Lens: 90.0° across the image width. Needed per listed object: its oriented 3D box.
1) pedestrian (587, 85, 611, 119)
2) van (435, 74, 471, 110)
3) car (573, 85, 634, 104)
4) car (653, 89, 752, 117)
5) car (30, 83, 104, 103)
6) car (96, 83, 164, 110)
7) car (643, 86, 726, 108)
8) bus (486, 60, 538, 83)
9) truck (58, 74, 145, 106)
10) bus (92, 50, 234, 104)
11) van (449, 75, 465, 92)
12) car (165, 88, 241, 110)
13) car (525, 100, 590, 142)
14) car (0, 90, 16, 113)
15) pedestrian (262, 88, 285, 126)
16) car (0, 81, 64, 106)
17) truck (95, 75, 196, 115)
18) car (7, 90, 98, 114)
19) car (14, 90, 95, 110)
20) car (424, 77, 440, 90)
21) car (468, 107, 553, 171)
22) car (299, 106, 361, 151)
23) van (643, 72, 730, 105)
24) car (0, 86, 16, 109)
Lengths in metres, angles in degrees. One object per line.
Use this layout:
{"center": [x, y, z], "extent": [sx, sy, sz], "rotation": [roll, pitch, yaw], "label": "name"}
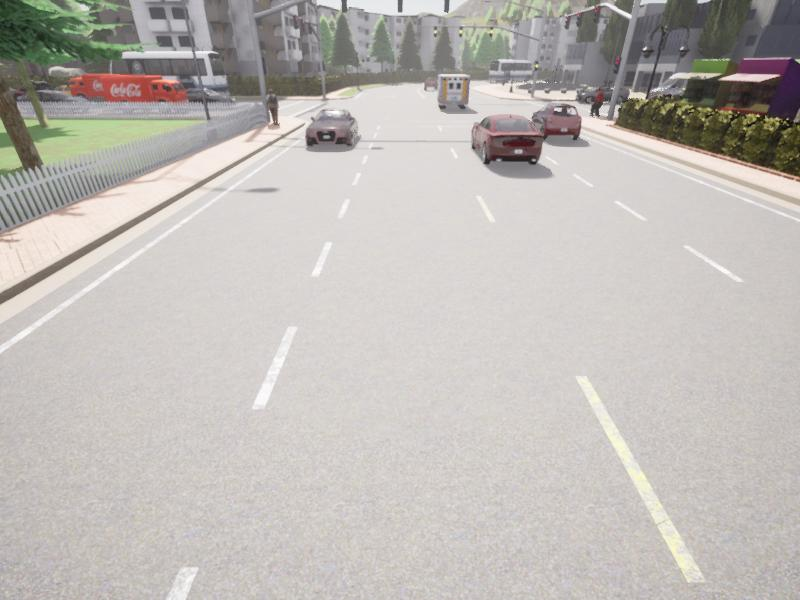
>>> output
{"center": [12.526, -12.517, 25.263], "extent": [0.751, 1.860, 0.751], "rotation": [1, 30, 2], "label": "pedestrian"}
{"center": [4.411, -17.837, 34.163], "extent": [2.351, 2.431, 6.366], "rotation": [1, 30, 1], "label": "van"}
{"center": [19.031, -19.350, 37.648], "extent": [4.514, 1.525, 2.007], "rotation": [1, 30, 2], "label": "car"}
{"center": [21.415, -14.087, 28.538], "extent": [5.027, 1.651, 2.152], "rotation": [1, 30, 1], "label": "car"}
{"center": [-32.549, -20.316, 39.253], "extent": [5.366, 1.575, 1.801], "rotation": [1, 30, 2], "label": "car"}
{"center": [-22.057, -16.729, 32.799], "extent": [3.866, 1.878, 1.905], "rotation": [1, 30, 2], "label": "car"}
{"center": [24.351, -17.508, 34.440], "extent": [5.366, 1.575, 1.801], "rotation": [1, 30, 2], "label": "car"}
{"center": [24.031, -49.204, 86.073], "extent": [10.273, 4.253, 3.944], "rotation": [-16, 34, -25], "label": "bus"}
{"center": [-26.577, -18.826, 35.818], "extent": [5.204, 2.467, 2.627], "rotation": [1, 30, 2], "label": "truck"}
{"center": [-22.134, -21.222, 38.153], "extent": [10.273, 4.253, 3.944], "rotation": [1, 30, 2], "label": "bus"}
{"center": [8.078, -30.987, 57.125], "extent": [1.775, 1.987, 4.442], "rotation": [1, 30, 2], "label": "van"}
{"center": [-15.986, -16.457, 32.710], "extent": [4.902, 1.511, 2.128], "rotation": [1, 30, 2], "label": "car"}
{"center": [7.583, -8.858, 19.670], "extent": [1.845, 1.501, 3.633], "rotation": [2, 30, 3], "label": "car"}
{"center": [-32.478, -14.980, 30.199], "extent": [4.892, 1.490, 1.837], "rotation": [1, 30, 2], "label": "car"}
{"center": [-6.948, -10.635, 22.046], "extent": [0.751, 1.860, 0.751], "rotation": [0, 30, 1], "label": "pedestrian"}
{"center": [-33.343, -18.699, 36.174], "extent": [3.866, 1.878, 1.905], "rotation": [1, 30, 2], "label": "car"}
{"center": [-18.569, -15.152, 29.524], "extent": [5.204, 2.467, 2.627], "rotation": [1, 30, 2], "label": "truck"}
{"center": [-25.921, -14.862, 29.996], "extent": [4.892, 1.490, 1.837], "rotation": [1, 30, 2], "label": "car"}
{"center": [-28.530, -16.590, 33.152], "extent": [4.718, 1.301, 1.895], "rotation": [1, 30, 2], "label": "car"}
{"center": [4.923, -32.832, 60.647], "extent": [2.152, 1.651, 5.027], "rotation": [3, 30, 6], "label": "car"}
{"center": [3.932, -6.270, 15.234], "extent": [1.882, 1.535, 5.008], "rotation": [0, 30, 0], "label": "car"}
{"center": [-3.021, -7.902, 18.197], "extent": [1.994, 1.385, 4.181], "rotation": [0, 30, 1], "label": "car"}
{"center": [26.435, -19.670, 37.192], "extent": [5.915, 2.561, 1.988], "rotation": [1, 30, 2], "label": "van"}
{"center": [-35.738, -16.861, 33.293], "extent": [5.027, 1.651, 2.152], "rotation": [1, 30, 2], "label": "car"}
